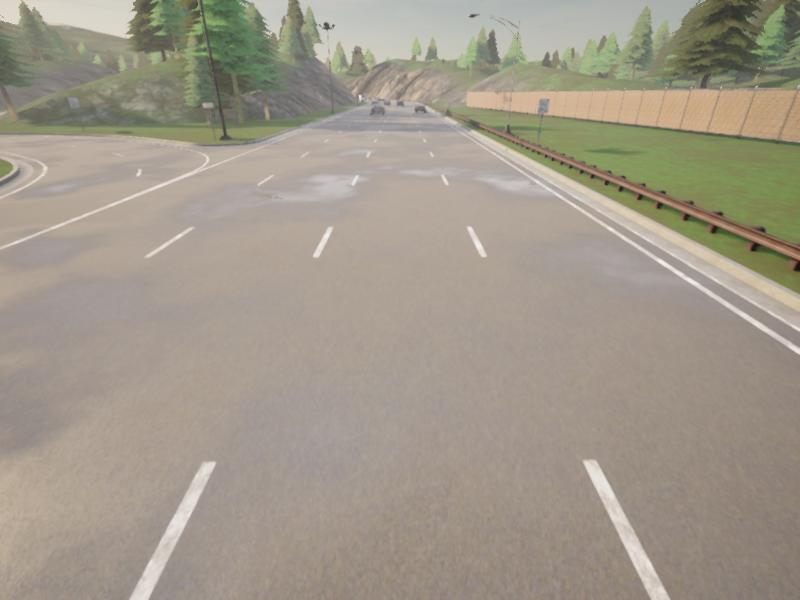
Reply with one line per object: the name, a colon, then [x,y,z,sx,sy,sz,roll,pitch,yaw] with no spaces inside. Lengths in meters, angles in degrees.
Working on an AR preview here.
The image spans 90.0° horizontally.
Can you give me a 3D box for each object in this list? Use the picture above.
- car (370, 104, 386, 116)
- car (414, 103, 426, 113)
car: [-3.480,-30.498,64.075,2.152,1.651,5.027,0,27,0]
car: [3.523,-33.710,70.155,1.812,1.442,4.674,0,27,0]
